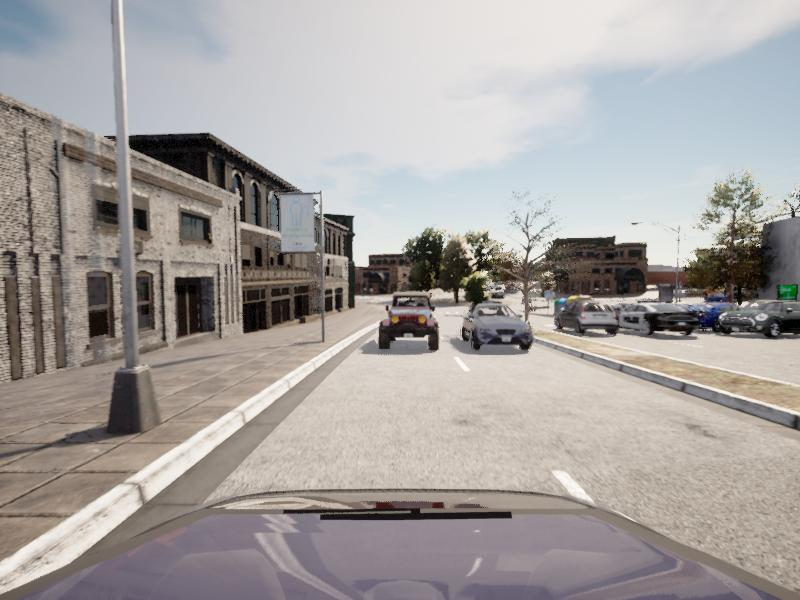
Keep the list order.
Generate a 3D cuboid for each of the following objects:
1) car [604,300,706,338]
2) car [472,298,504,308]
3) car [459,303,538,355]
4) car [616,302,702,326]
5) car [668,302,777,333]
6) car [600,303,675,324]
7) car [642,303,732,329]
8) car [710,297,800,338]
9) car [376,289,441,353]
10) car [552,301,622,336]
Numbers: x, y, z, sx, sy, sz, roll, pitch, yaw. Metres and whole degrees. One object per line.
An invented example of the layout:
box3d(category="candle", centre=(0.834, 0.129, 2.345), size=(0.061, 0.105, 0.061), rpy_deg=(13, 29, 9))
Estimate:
box3d(category="car", centre=(12.303, 0.839, 19.853), size=(1.930, 1.638, 5.238), rpy_deg=(0, 0, 3))
box3d(category="car", centre=(15.898, 0.473, 72.451), size=(5.238, 1.638, 1.930), rpy_deg=(-1, 4, -12))
box3d(category="car", centre=(3.184, 0.855, 13.784), size=(1.816, 1.474, 4.193), rpy_deg=(0, 0, 2))
box3d(category="car", centre=(17.763, 0.947, 27.526), size=(4.892, 1.521, 2.231), rpy_deg=(1, -1, -15))
box3d(category="car", centre=(17.389, 0.915, 21.629), size=(5.008, 1.535, 2.097), rpy_deg=(1, -1, -16))
box3d(category="car", centre=(18.030, 0.994, 30.480), size=(4.792, 1.488, 2.163), rpy_deg=(1, -1, -15))
box3d(category="car", centre=(17.571, 0.970, 24.573), size=(4.674, 1.452, 2.002), rpy_deg=(1, 0, -16))
box3d(category="car", centre=(17.281, 0.777, 18.687), size=(4.553, 1.767, 2.185), rpy_deg=(1, 0, -17))
box3d(category="car", centre=(0.367, 0.642, 13.757), size=(1.905, 1.878, 3.866), rpy_deg=(0, 0, 4))
box3d(category="car", centre=(9.322, 0.847, 20.344), size=(1.851, 1.617, 3.988), rpy_deg=(0, 0, 3))
